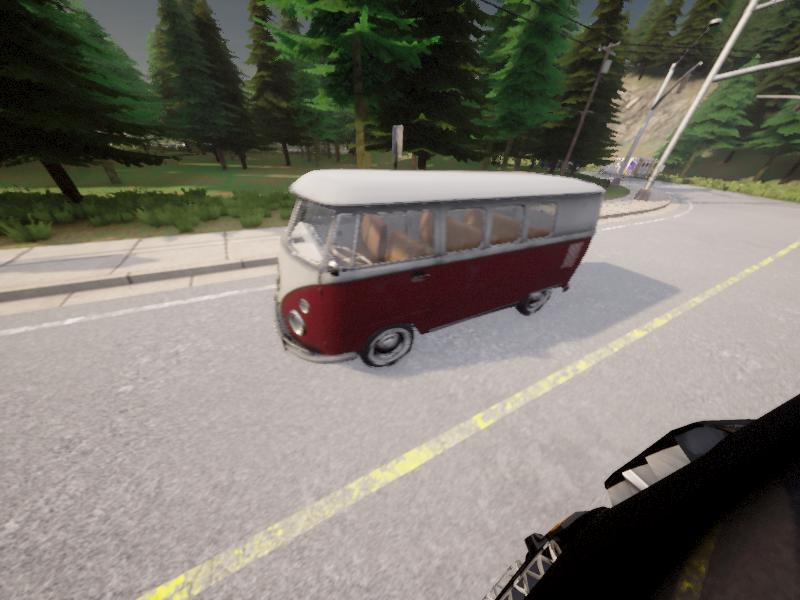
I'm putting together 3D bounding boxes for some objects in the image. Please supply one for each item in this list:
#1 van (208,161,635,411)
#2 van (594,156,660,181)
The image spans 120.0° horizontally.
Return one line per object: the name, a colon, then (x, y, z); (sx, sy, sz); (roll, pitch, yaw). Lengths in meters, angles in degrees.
van: (0.568, -0.677, 3.246); (4.442, 1.987, 1.775); (-14, 37, -24)
van: (30.855, -18.267, 31.845); (2.351, 2.431, 6.366); (1, 34, -4)
